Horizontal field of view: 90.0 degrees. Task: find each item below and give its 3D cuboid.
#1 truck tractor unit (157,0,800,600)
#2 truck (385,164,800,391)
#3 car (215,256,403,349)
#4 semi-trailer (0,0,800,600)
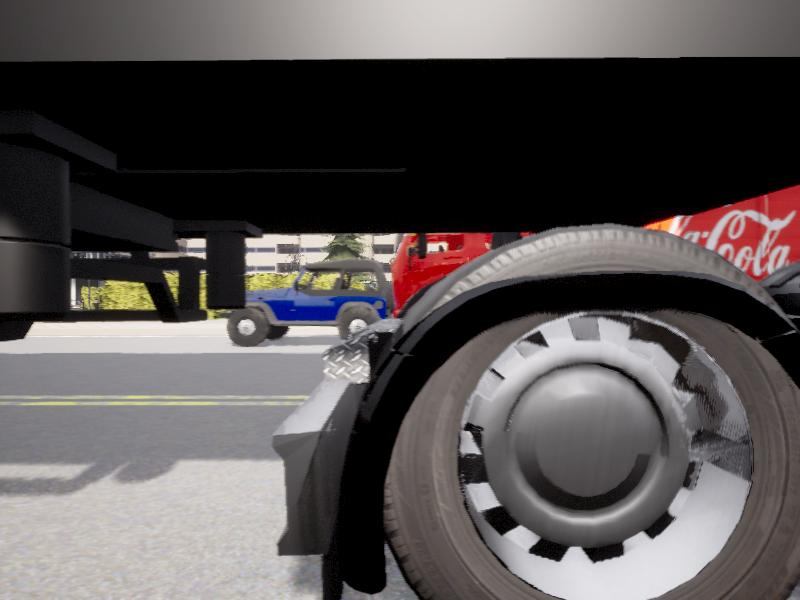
[{"bbox_3d":[2.845,-1.124,2.199,6.516,4.208,3.053,0,0,0],"label":"truck tractor unit"},{"bbox_3d":[2.441,-0.247,5.702,5.204,2.467,2.627,0,0,0],"label":"truck"},{"bbox_3d":[-1.869,0.049,9.202,3.866,1.878,1.905,0,0,0],"label":"car"},{"bbox_3d":[-5.066,-1.215,2.193,14.254,4.402,2.717,0,0,0],"label":"semi-trailer"}]
